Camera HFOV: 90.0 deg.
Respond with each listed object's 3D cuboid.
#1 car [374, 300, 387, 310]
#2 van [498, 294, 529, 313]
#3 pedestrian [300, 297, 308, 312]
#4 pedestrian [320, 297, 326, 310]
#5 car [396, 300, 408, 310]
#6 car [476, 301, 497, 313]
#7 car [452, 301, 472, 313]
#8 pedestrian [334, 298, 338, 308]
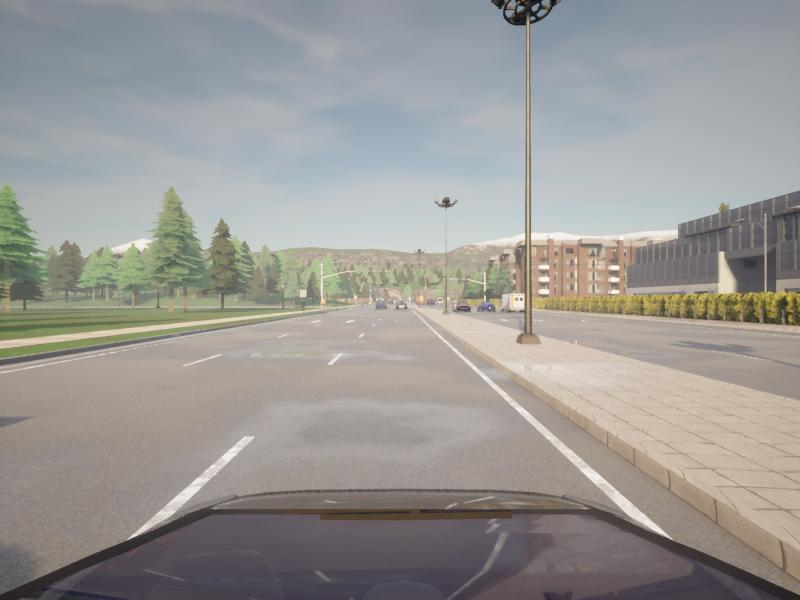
[{"bbox_3d":[-3.226,0.884,68.327,2.038,1.542,4.974,0,-1,-1],"label":"car"},{"bbox_3d":[15.255,0.426,54.148,2.351,2.431,6.366,0,0,0],"label":"van"},{"bbox_3d":[-12.128,0.529,50.488,0.751,1.860,0.751,0,0,2],"label":"pedestrian"},{"bbox_3d":[-11.817,0.539,61.704,0.751,1.860,0.751,0,0,2],"label":"pedestrian"},{"bbox_3d":[0.279,0.836,67.762,2.033,1.649,4.856,0,0,0],"label":"car"},{"bbox_3d":[11.755,0.918,54.568,1.812,1.442,4.674,0,0,0],"label":"car"},{"bbox_3d":[8.250,0.874,53.841,2.038,1.542,4.974,0,0,1],"label":"car"},{"bbox_3d":[-11.754,0.549,73.441,0.751,1.860,0.751,0,0,3],"label":"pedestrian"}]
